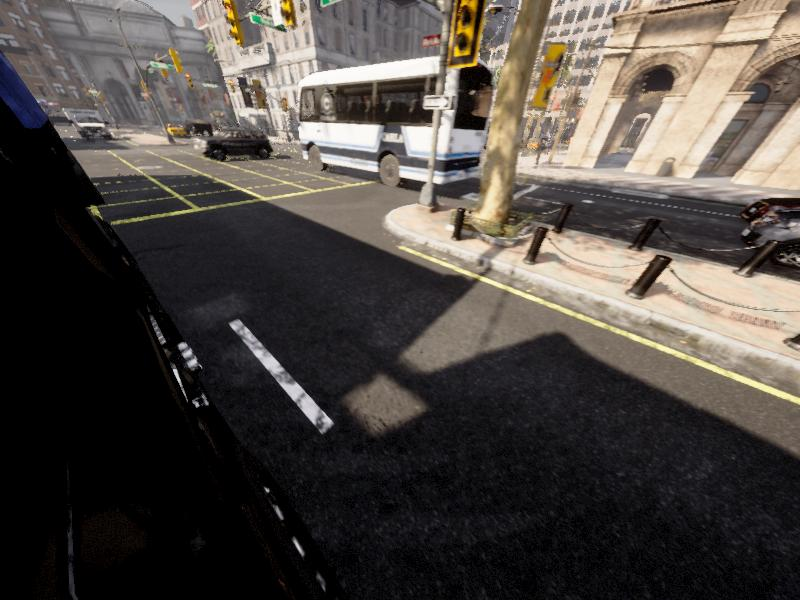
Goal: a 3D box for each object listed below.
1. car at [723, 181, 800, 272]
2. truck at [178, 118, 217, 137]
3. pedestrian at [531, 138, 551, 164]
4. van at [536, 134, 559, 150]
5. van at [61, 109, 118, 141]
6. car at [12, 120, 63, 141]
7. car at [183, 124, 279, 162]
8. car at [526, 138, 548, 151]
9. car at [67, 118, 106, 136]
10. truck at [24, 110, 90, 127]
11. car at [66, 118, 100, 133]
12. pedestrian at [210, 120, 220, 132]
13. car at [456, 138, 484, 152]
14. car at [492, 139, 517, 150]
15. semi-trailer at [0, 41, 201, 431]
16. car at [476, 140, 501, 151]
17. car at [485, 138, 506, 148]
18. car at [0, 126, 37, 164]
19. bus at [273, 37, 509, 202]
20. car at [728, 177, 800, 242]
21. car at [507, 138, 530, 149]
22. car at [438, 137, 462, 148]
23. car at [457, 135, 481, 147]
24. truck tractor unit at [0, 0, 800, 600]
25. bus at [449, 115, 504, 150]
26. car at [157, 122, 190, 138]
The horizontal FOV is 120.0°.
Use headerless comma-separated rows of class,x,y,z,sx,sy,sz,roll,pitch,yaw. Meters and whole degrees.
car,10.215,-1.250,4.781,3.633,1.501,1.845,28,43,30
truck,-31.059,-26.414,35.428,6.274,2.098,2.390,28,43,30
pedestrian,12.308,-12.975,20.164,0.751,1.860,0.751,28,43,29
van,30.549,-32.782,47.847,1.988,2.561,5.915,28,44,30
van,-32.539,-18.364,24.194,6.366,2.431,2.351,28,43,30
car,-34.470,-16.245,22.073,5.357,1.411,2.033,28,43,30
car,-11.310,-10.788,15.890,1.932,1.855,4.605,28,43,30
car,25.894,-29.372,43.556,2.097,1.767,4.553,28,44,30
car,-38.400,-21.189,28.277,4.856,1.649,2.033,28,43,30
truck,-63.855,-33.863,43.235,6.274,2.098,2.390,-11,39,-19
car,-43.852,-24.109,31.941,4.902,1.511,2.128,29,44,30
pedestrian,-36.876,-34.702,46.113,0.751,1.860,0.751,22,41,24
car,9.847,-21.755,32.458,1.816,1.474,4.193,28,43,30
car,18.674,-27.626,41.045,2.033,1.411,5.357,28,44,30
semi-trailer,-8.684,-3.609,4.250,14.254,4.402,2.717,28,43,30
car,14.041,-24.503,36.601,1.895,1.301,4.718,28,43,30
car,18.692,-30.901,45.353,2.007,1.525,4.514,28,44,30
car,-20.955,-7.335,10.908,1.970,1.475,3.806,28,43,30
bus,-1.157,-8.387,11.347,10.273,4.253,3.944,28,43,30
car,13.210,-2.297,6.534,4.181,1.385,1.994,28,43,30
car,23.331,-30.844,45.512,2.152,1.651,5.027,29,44,31
car,8.703,-27.381,40.118,1.895,1.301,4.718,28,43,30
car,13.277,-30.566,44.410,2.242,1.667,4.611,29,44,30
truck tractor unit,-2.645,-0.295,0.351,6.516,4.208,3.053,28,44,30
bus,13.012,-28.082,38.874,3.944,4.253,10.273,28,43,30
car,-31.840,-23.887,32.403,5.366,1.575,1.801,28,43,30
